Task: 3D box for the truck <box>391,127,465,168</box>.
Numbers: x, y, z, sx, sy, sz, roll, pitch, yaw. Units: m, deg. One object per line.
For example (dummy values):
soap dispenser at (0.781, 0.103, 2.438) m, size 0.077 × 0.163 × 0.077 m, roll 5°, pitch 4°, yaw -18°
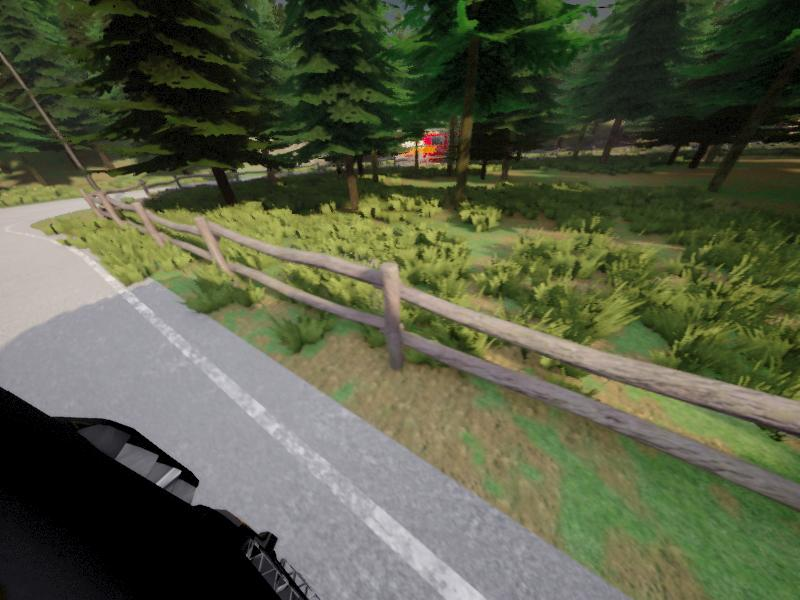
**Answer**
truck at (3.360, -19.034, 28.927) m, size 8.468 × 3.827 × 2.891 m, roll -8°, pitch 34°, yaw -7°
